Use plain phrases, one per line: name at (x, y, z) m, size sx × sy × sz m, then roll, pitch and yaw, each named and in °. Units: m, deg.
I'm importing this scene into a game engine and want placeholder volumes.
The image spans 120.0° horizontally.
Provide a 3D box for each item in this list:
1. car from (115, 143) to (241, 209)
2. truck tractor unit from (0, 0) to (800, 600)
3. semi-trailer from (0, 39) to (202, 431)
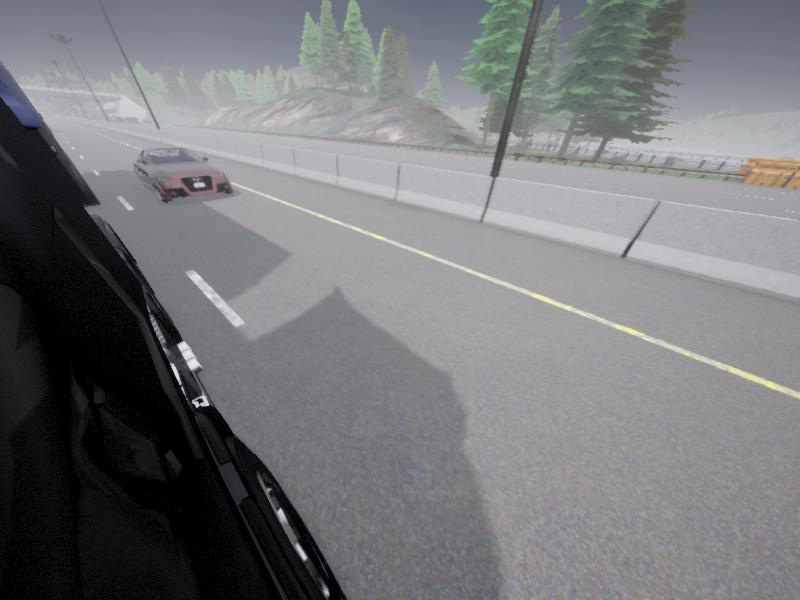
car at (-7.837, -4.556, 8.153) m, size 4.181 × 1.385 × 1.994 m, roll 27°, pitch 43°, yaw 30°
truck tractor unit at (-2.645, -0.295, 0.351) m, size 6.516 × 4.208 × 3.053 m, roll 28°, pitch 44°, yaw 30°
semi-trailer at (-8.738, -3.562, 4.211) m, size 14.254 × 4.402 × 2.717 m, roll 28°, pitch 43°, yaw 30°
